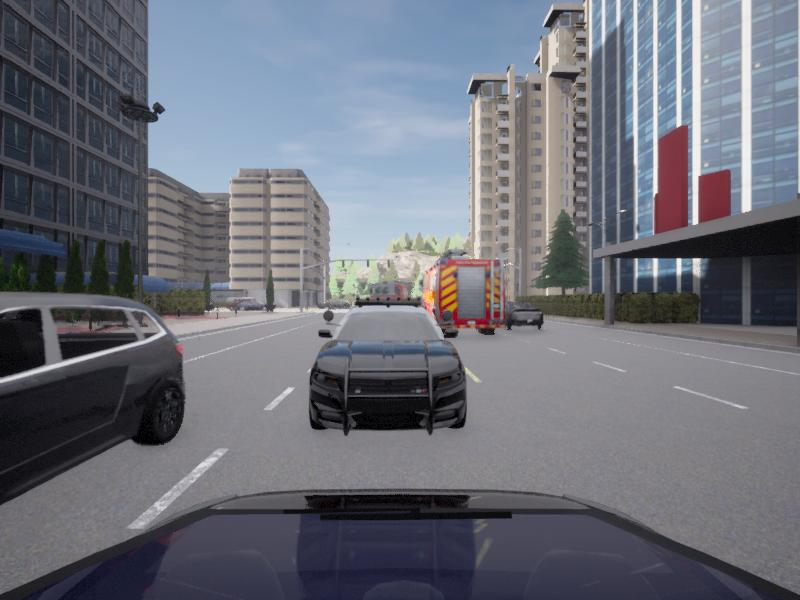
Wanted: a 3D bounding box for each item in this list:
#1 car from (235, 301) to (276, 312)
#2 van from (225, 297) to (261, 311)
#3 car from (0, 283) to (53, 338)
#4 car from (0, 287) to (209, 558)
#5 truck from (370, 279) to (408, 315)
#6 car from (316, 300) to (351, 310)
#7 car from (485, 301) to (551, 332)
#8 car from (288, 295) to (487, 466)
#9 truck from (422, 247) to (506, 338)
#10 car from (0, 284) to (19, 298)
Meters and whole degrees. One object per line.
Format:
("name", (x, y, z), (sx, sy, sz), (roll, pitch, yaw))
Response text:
("car", (-19.635, 0.851, 54.438), (4.792, 1.488, 2.163), (0, 0, -1))
("van", (-22.666, 0.598, 57.894), (4.442, 1.987, 1.775), (0, 0, -1))
("car", (-17.017, 0.402, 14.472), (2.390, 2.098, 6.274), (0, 0, 29))
("car", (-3.600, 0.756, 2.974), (2.242, 1.667, 4.611), (0, 0, -1))
("truck", (-1.146, -0.321, 47.158), (2.891, 3.827, 8.468), (0, 0, 9))
("car", (-10.984, 0.771, 66.143), (5.238, 1.638, 1.930), (0, 0, -29))
("car", (6.412, 0.837, 22.408), (2.128, 1.511, 4.902), (0, 0, -1))
("car", (-0.189, 0.771, 6.483), (1.930, 1.638, 5.238), (0, 0, -2))
("truck", (2.948, -0.321, 21.126), (2.891, 3.827, 8.468), (0, 0, -1))
("car", (-16.357, -0.347, 15.659), (1.750, 0.535, 1.642), (0, 0, 29))
